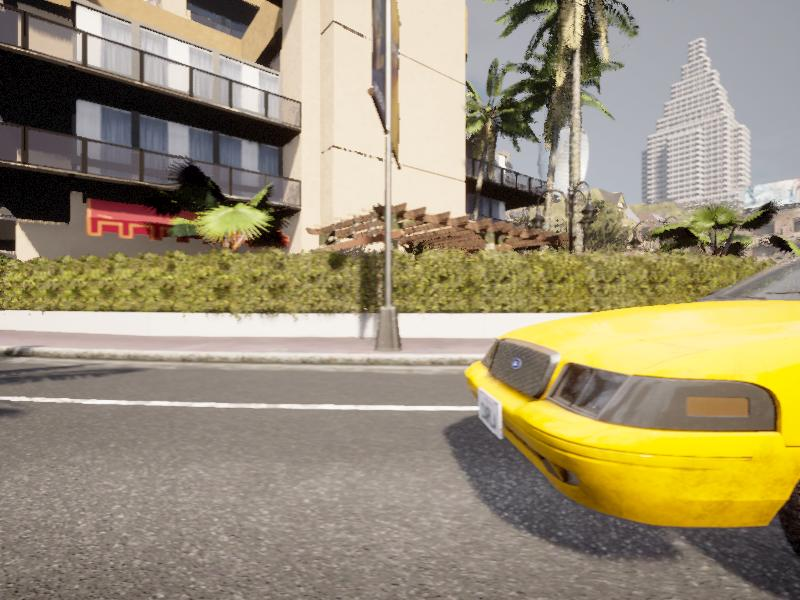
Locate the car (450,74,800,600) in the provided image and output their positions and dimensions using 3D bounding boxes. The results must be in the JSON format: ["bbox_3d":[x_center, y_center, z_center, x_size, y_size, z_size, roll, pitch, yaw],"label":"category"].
[{"bbox_3d":[3.102,0.206,2.143,5.366,1.575,1.801,0,0,-4],"label":"car"}]

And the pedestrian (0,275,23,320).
[{"bbox_3d":[-16.648,-0.103,16.979,0.751,1.860,0.751,0,0,30],"label":"pedestrian"}]
